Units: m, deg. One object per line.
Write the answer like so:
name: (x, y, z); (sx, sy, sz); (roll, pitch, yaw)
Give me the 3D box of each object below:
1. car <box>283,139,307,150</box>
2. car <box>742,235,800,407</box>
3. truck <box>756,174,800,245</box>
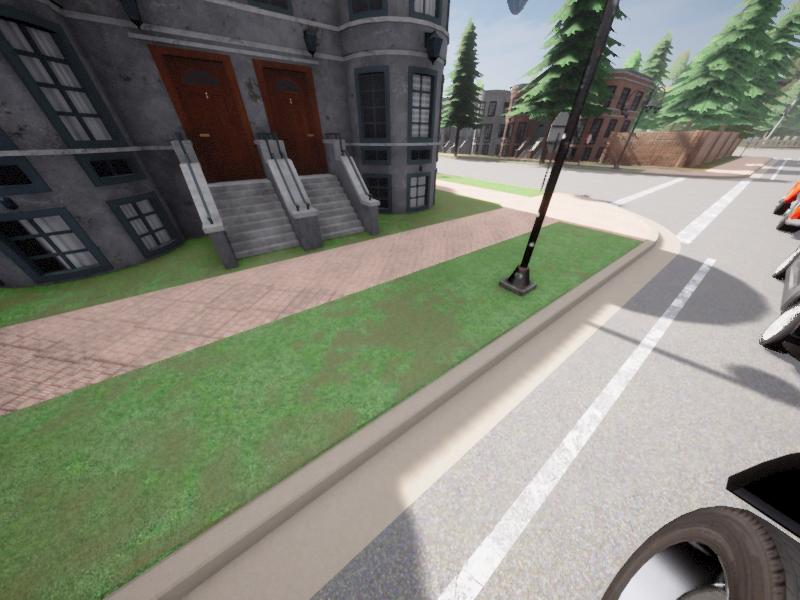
car: (-23.958, -35.392, 52.462); (5.566, 2.045, 2.150); (26, 43, 32)
car: (6.553, -0.173, 2.709); (5.238, 1.638, 1.930); (-22, 41, -28)
truck: (12.764, -3.068, 5.995); (5.204, 2.467, 2.627); (-24, 41, -27)
